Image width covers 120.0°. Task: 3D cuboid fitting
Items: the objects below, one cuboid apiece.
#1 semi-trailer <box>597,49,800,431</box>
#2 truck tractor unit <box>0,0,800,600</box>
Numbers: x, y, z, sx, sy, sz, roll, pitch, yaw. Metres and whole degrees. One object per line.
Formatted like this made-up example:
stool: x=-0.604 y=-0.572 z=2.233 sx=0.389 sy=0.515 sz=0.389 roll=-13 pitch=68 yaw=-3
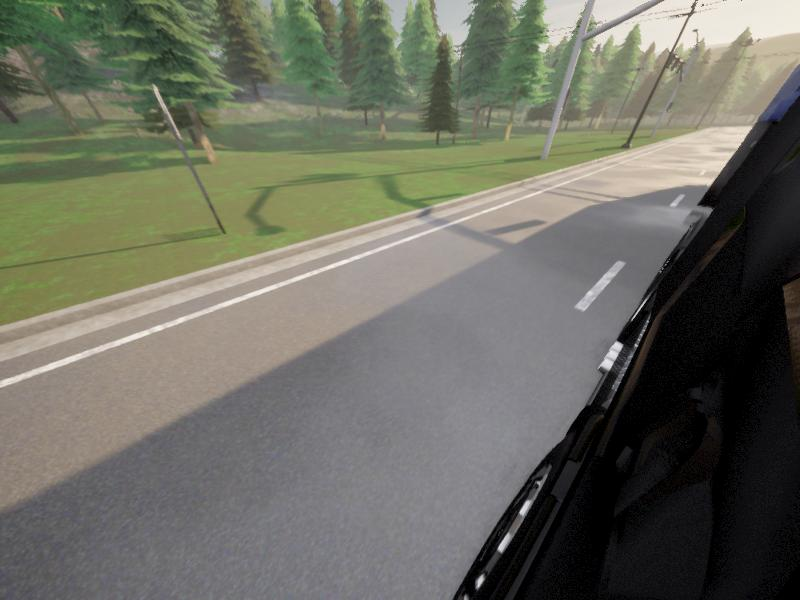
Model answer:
semi-trailer: x=8.764 y=-3.519 z=4.226 sx=14.254 sy=4.402 sz=2.717 roll=-27 pitch=44 yaw=-30
truck tractor unit: x=2.645 y=-0.295 z=0.351 sx=6.516 sy=4.208 sz=3.053 roll=-28 pitch=44 yaw=-30
